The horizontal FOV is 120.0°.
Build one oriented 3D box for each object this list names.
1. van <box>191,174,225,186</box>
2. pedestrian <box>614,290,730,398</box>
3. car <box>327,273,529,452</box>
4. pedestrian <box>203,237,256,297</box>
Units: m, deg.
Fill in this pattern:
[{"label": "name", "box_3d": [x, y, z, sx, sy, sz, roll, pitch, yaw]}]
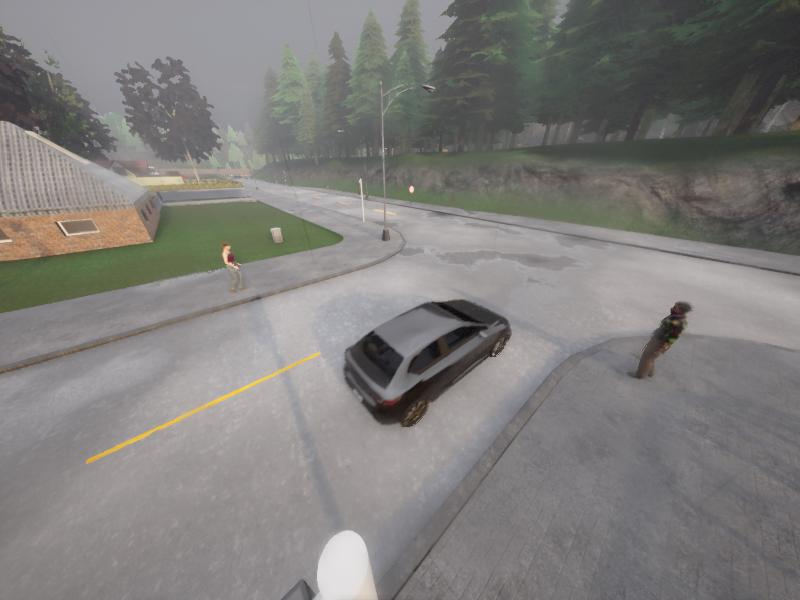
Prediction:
[{"label": "van", "box_3d": [-47.896, -30.130, 57.817, 5.915, 2.561, 1.988, -23, 37, -34]}, {"label": "pedestrian", "box_3d": [5.165, 0.868, 4.574, 0.751, 1.860, 0.751, 22, 37, 33]}, {"label": "car", "box_3d": [0.835, 0.871, 5.229, 4.193, 1.474, 1.816, -22, 37, -33]}, {"label": "pedestrian", "box_3d": [-5.867, -1.145, 8.080, 0.751, 1.860, 0.751, -6, 31, -11]}]
